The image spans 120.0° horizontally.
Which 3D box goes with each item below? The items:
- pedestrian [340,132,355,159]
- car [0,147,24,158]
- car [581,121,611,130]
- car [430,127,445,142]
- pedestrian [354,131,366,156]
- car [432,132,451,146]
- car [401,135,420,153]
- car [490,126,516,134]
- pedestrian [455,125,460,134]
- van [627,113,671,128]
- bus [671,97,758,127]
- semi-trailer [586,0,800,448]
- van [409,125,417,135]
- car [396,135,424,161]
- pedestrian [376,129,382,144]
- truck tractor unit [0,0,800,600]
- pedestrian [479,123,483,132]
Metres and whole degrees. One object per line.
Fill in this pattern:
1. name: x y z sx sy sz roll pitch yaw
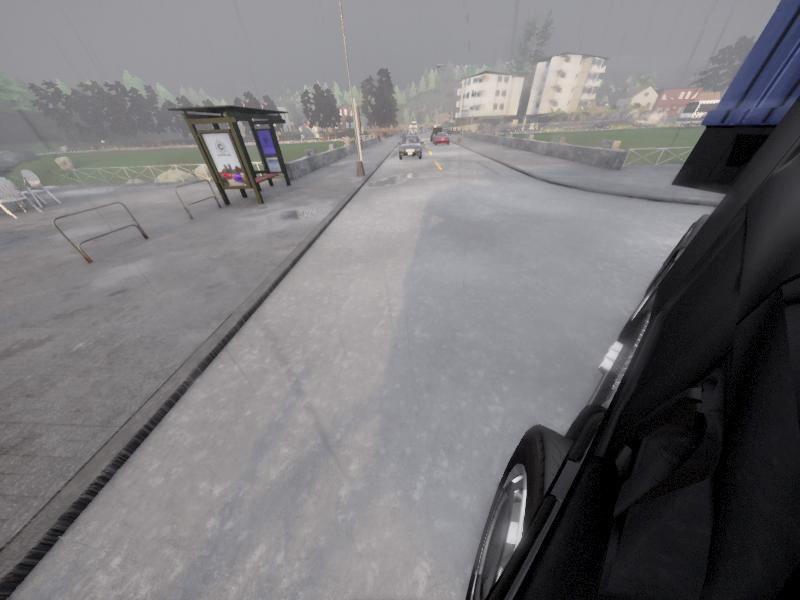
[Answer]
1. pedestrian: -4.420 -13.075 19.550 0.751 1.860 0.751 0 37 4
2. car: -83.938 -30.908 48.469 2.033 1.649 4.856 0 37 4
3. car: 46.005 -40.969 54.195 4.892 1.490 1.837 0 37 3
4. car: 5.969 -26.795 37.387 1.905 1.878 3.866 0 37 4
5. pedestrian: -3.741 -14.598 21.537 0.751 1.860 0.751 -2 37 0
6. car: 5.637 -22.292 31.845 1.994 1.385 4.181 -1 37 2
7. car: 1.196 -17.096 25.252 1.895 1.301 4.718 0 37 4
8. car: 24.718 -40.965 55.550 5.357 1.411 2.033 0 37 4
9. pedestrian: 14.922 -44.292 59.952 0.751 1.860 0.751 -6 37 -5
10. van: 57.247 -41.325 53.215 6.366 2.431 2.351 0 37 4
11. bus: 66.180 -39.707 49.003 10.273 4.253 3.944 0 37 4
12. semi-trailer: 9.992 -2.008 2.023 14.254 4.402 2.717 -8 37 -7
13. van: 4.198 -53.830 73.058 2.351 2.431 6.366 0 37 4
14. car: 0.939 -13.007 19.642 2.128 1.511 4.902 1 37 4
15. pedestrian: -3.330 -26.029 36.737 0.751 1.860 0.751 0 37 3
16. truck tractor unit: 2.645 -0.295 0.351 6.516 4.208 3.053 -28 44 -30
17. pedestrian: 21.142 -44.962 60.292 0.751 1.860 0.751 0 37 4
